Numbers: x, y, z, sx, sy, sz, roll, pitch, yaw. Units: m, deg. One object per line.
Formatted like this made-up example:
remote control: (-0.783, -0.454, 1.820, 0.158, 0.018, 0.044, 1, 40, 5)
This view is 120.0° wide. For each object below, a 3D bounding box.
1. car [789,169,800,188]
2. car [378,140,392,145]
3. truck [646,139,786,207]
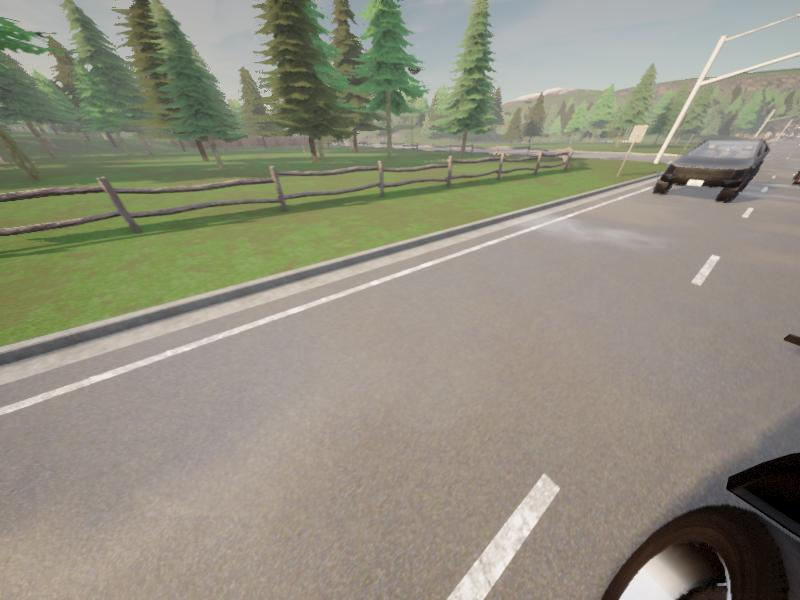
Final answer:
car: (23.100, -6.930, 12.113, 5.027, 1.651, 2.152, -22, 41, -28)
car: (-5.634, -59.181, 86.699, 4.902, 1.511, 2.128, 19, 40, 26)
truck: (14.321, -6.001, 10.466, 6.274, 2.098, 2.390, -22, 41, -28)
